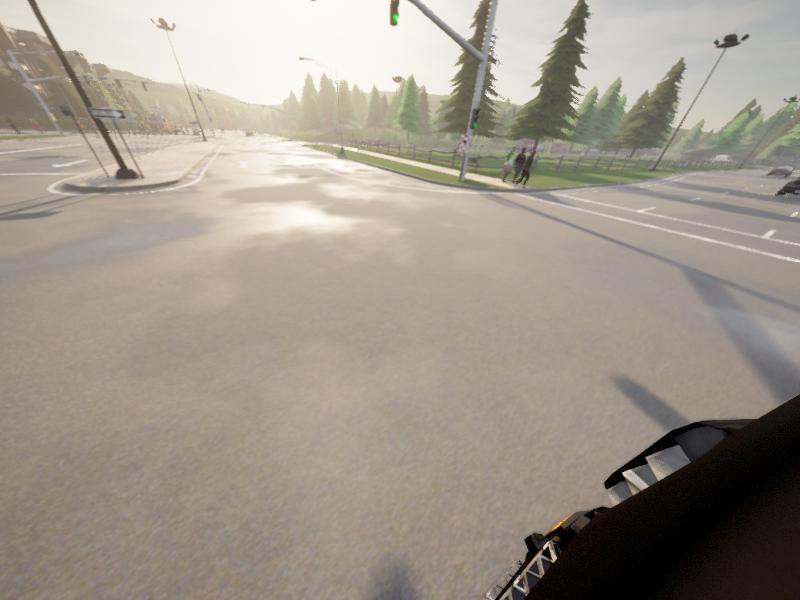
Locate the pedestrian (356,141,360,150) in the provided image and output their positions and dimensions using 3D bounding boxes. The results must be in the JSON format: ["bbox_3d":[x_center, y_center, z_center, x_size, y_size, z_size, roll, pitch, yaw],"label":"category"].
[{"bbox_3d":[-6.391,-23.531,35.274,0.500,1.100,0.500,-14,39,-23],"label":"pedestrian"}]

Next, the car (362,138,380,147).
[{"bbox_3d":[-7.063,-38.994,57.069,3.988,1.617,1.851,-16,40,-26],"label":"car"}]

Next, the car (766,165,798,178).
[{"bbox_3d":[60.020,-20.211,36.296,4.674,1.442,1.812,-16,40,-26],"label":"car"}]

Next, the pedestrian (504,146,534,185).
[{"bbox_3d":[6.852,-7.727,13.352,0.751,1.860,0.751,0,35,-5],"label":"pedestrian"}]

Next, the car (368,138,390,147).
[{"bbox_3d":[-4.979,-37.310,54.780,4.856,1.649,2.033,-16,40,-26],"label":"car"}]

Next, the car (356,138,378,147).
[{"bbox_3d":[-8.454,-40.837,59.728,5.027,1.651,2.152,-16,40,-26],"label":"car"}]

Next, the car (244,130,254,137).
[{"bbox_3d":[-45.513,-50.337,69.740,1.930,1.638,5.238,-17,40,-26],"label":"car"}]

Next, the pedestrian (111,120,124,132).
[{"bbox_3d":[-55.860,-34.346,45.666,0.751,1.860,0.751,-21,42,-30],"label":"pedestrian"}]

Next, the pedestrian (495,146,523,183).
[{"bbox_3d":[6.520,-8.098,13.849,0.751,1.860,0.751,-21,42,-31],"label":"pedestrian"}]

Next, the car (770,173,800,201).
[{"bbox_3d":[29.136,-7.944,16.207,4.892,1.490,1.837,-11,37,-19],"label":"car"}]

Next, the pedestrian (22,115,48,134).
[{"bbox_3d":[-46.064,-22.104,29.173,0.751,1.860,0.751,-15,39,-24],"label":"pedestrian"}]

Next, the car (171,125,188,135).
[{"bbox_3d":[-52.466,-40.464,54.946,1.905,1.878,3.866,-17,40,-26],"label":"car"}]

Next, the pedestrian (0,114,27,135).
[{"bbox_3d":[-44.289,-20.037,26.395,0.751,1.860,0.751,-14,39,-23],"label":"pedestrian"}]

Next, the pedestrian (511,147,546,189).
[{"bbox_3d":[6.815,-7.012,12.337,0.751,1.860,0.751,-11,38,-20],"label":"pedestrian"}]

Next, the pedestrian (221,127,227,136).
[{"bbox_3d":[-46.610,-44.731,61.201,0.751,1.860,0.751,-13,38,-22],"label":"pedestrian"}]

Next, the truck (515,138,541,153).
[{"bbox_3d":[45.671,-55.280,82.699,8.468,3.827,2.891,-16,40,-26],"label":"truck"}]

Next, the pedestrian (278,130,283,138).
[{"bbox_3d":[-37.380,-51.914,72.158,0.751,1.860,0.751,-15,39,-25],"label":"pedestrian"}]

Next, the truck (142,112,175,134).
[{"bbox_3d":[-56.623,-41.582,54.469,2.891,3.827,8.468,-17,40,-26],"label":"truck"}]

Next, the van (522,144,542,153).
[{"bbox_3d":[45.594,-52.368,79.777,6.366,2.431,2.351,-16,40,-26],"label":"van"}]
